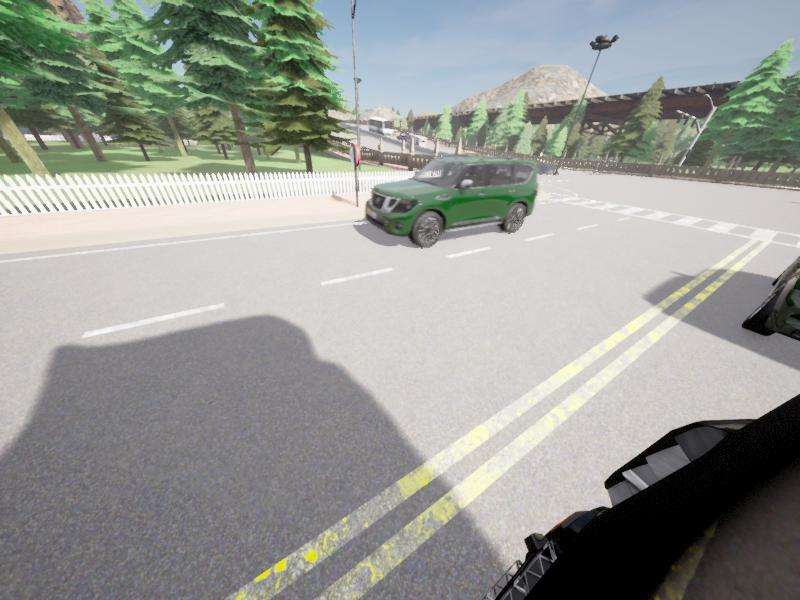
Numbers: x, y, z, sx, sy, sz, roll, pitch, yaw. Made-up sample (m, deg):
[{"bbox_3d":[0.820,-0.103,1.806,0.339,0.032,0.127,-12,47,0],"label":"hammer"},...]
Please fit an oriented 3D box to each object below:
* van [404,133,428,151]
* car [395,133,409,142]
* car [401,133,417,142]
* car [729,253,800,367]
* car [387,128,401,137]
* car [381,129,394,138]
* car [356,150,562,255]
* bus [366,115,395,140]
[{"bbox_3d":[3.712,-37.472,54.759,2.351,2.431,6.366,-17,46,-27],"label":"van"},{"bbox_3d":[0.535,-45.026,64.037,1.816,1.474,4.193,-17,46,-27],"label":"car"},{"bbox_3d":[2.460,-47.144,66.913,2.163,1.488,4.792,-17,46,-27],"label":"car"},{"bbox_3d":[7.416,-0.210,3.195,4.553,1.767,2.097,-16,38,-26],"label":"car"},{"bbox_3d":[-2.033,-52.331,72.332,1.801,1.575,5.366,-17,46,-27],"label":"car"},{"bbox_3d":[-3.801,-50.002,69.283,1.816,1.474,4.193,-17,46,-27],"label":"car"},{"bbox_3d":[1.760,-3.142,6.948,5.566,2.045,2.150,-15,38,-25],"label":"car"},{"bbox_3d":[-5.788,-49.037,65.607,3.944,4.253,10.273,-17,46,-27],"label":"bus"}]
